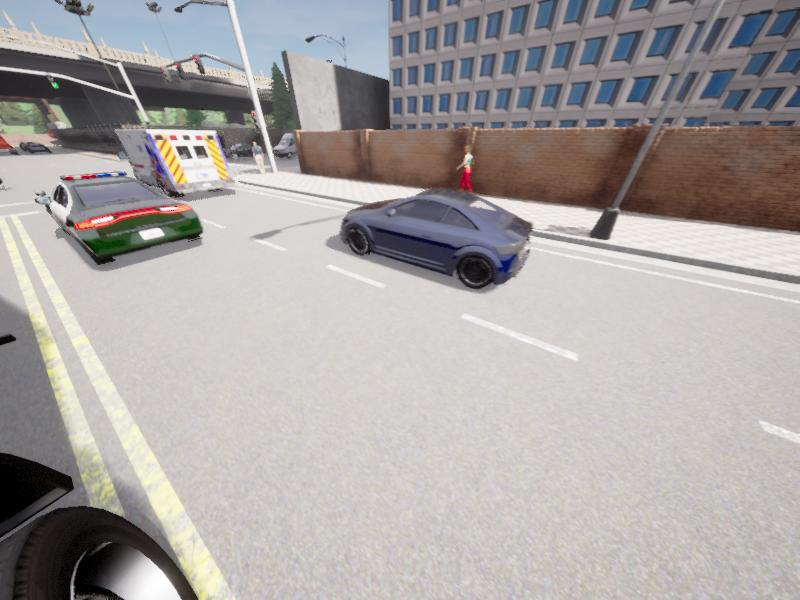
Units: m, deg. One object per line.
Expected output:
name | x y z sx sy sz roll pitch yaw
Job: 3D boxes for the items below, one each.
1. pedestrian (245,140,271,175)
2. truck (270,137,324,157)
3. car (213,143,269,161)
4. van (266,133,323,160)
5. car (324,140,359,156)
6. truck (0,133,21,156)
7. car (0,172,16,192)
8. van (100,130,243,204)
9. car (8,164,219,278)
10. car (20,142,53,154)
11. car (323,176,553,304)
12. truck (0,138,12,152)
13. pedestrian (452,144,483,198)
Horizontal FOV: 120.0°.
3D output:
pedestrian | -9.114 -9.163 14.877 0.751 1.860 0.751 -23 41 -30
truck | -14.001 -21.238 32.012 2.390 2.098 6.274 21 40 27
car | -18.323 -17.286 26.897 1.837 1.490 4.892 22 41 28
van | -12.641 -18.951 28.397 1.988 2.561 5.915 21 40 27
car | -8.432 -22.277 33.796 2.097 1.767 4.553 21 40 27
truck | -54.483 -20.903 30.998 5.204 2.467 2.627 21 40 27
car | -21.619 -5.464 10.125 4.974 1.542 2.038 -2 36 -3
van | -10.796 -6.494 10.924 6.366 2.431 2.351 21 40 27
car | -7.235 -2.334 5.834 4.974 1.542 2.038 21 40 27
car | -55.816 -23.391 35.456 4.181 1.385 1.994 21 40 27
car | 0.640 -1.654 5.074 4.181 1.385 1.994 21 40 27
truck | -66.102 -25.224 37.358 6.274 2.098 2.390 21 40 27
pedestrian | 2.759 -5.337 9.581 0.751 1.860 0.751 21 40 26
